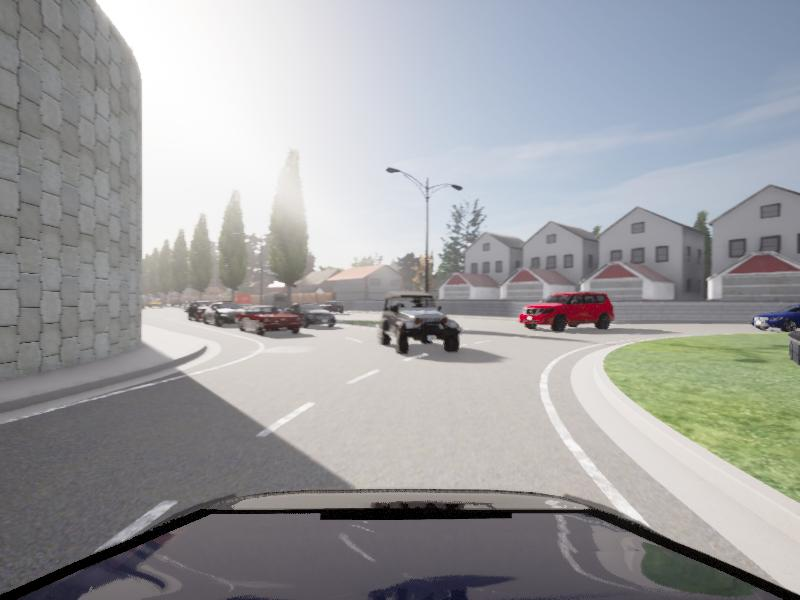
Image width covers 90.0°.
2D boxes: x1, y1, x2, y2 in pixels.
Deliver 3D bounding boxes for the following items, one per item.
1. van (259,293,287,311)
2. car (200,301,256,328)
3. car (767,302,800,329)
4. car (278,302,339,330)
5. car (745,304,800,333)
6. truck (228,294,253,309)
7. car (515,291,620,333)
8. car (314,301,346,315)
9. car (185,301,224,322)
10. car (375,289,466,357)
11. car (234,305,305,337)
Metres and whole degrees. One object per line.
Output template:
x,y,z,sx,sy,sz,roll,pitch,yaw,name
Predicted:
-18.940,0.314,59.469,1.988,2.561,5.915,0,0,-38,van
-10.873,0.818,25.072,2.038,1.542,4.974,0,0,-38,car
25.059,0.879,23.367,5.008,1.535,1.882,0,-1,14,car
-5.542,0.871,23.859,1.812,1.442,4.674,0,0,-37,car
20.868,0.917,20.467,4.674,1.442,1.812,0,0,5,car
-28.617,0.225,71.679,2.627,2.467,5.204,0,0,-38,truck
9.154,0.595,21.774,5.566,2.045,2.150,0,0,-26,car
-8.053,0.860,45.718,1.816,1.474,4.193,0,0,-38,car
-14.637,0.814,29.873,1.845,1.501,3.633,0,0,-38,car
0.488,0.655,13.209,1.905,1.878,3.866,0,0,-15,car
-6.470,0.941,19.466,1.895,1.301,4.718,0,0,-36,car
